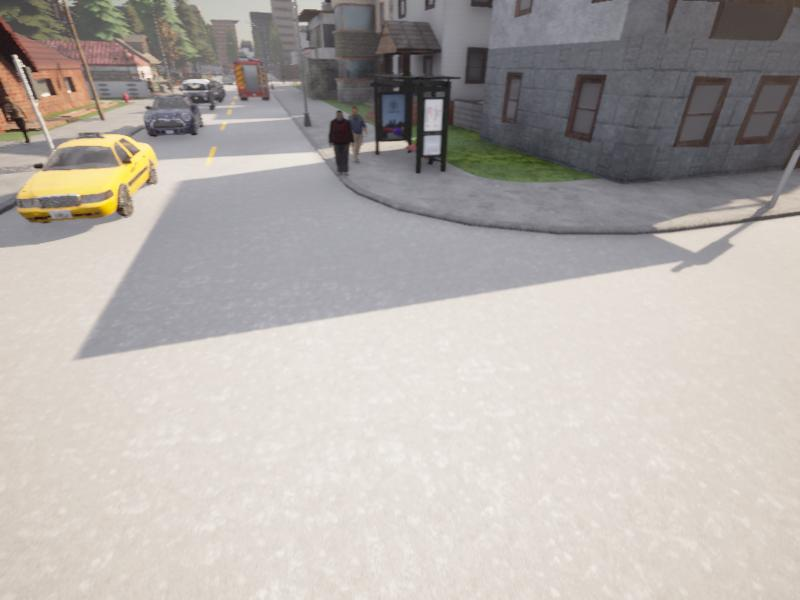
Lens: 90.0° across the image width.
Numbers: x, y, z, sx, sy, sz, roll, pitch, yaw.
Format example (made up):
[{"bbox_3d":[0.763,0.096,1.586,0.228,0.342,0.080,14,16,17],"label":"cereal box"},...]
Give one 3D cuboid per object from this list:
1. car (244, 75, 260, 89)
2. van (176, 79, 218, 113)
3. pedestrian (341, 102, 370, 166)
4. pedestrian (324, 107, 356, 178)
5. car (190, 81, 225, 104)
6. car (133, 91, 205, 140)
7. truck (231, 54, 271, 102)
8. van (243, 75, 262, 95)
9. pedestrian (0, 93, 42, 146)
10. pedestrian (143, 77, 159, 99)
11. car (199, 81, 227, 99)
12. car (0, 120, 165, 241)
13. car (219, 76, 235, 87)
[{"bbox_3d":[-21.819,-32.104,58.952,1.930,1.638,5.238,-9,32,-16],"label":"car"},{"bbox_3d":[-15.313,-15.618,30.468,2.069,2.038,4.480,-9,31,-16],"label":"van"},{"bbox_3d":[-1.469,-5.478,13.251,0.751,1.860,0.751,-6,31,-11],"label":"pedestrian"},{"bbox_3d":[-1.746,-4.630,11.789,0.751,1.860,0.751,-1,30,-3],"label":"pedestrian"},{"bbox_3d":[-17.861,-19.425,37.298,2.242,1.667,4.611,-9,32,-15],"label":"car"},{"bbox_3d":[-11.385,-9.390,20.117,2.097,1.767,4.553,-9,32,-16],"label":"car"},{"bbox_3d":[-15.067,-22.542,40.545,2.891,3.827,8.468,-9,32,-16],"label":"truck"},{"bbox_3d":[-17.783,-25.962,48.170,1.775,1.987,4.442,-9,32,-16],"label":"van"},{"bbox_3d":[-15.391,-7.297,16.150,0.751,1.860,0.751,-15,34,-25],"label":"pedestrian"},{"bbox_3d":[-23.490,-20.005,37.754,0.751,1.860,0.751,-9,32,-16],"label":"pedestrian"},{"bbox_3d":[-19.964,-22.613,42.905,2.163,1.488,4.792,-9,32,-16],"label":"car"},{"bbox_3d":[-7.518,-3.272,9.926,1.801,1.575,5.366,-9,32,-16],"label":"car"},{"bbox_3d":[-29.430,-37.161,68.109,2.128,1.511,4.902,-9,32,-16],"label":"car"}]
